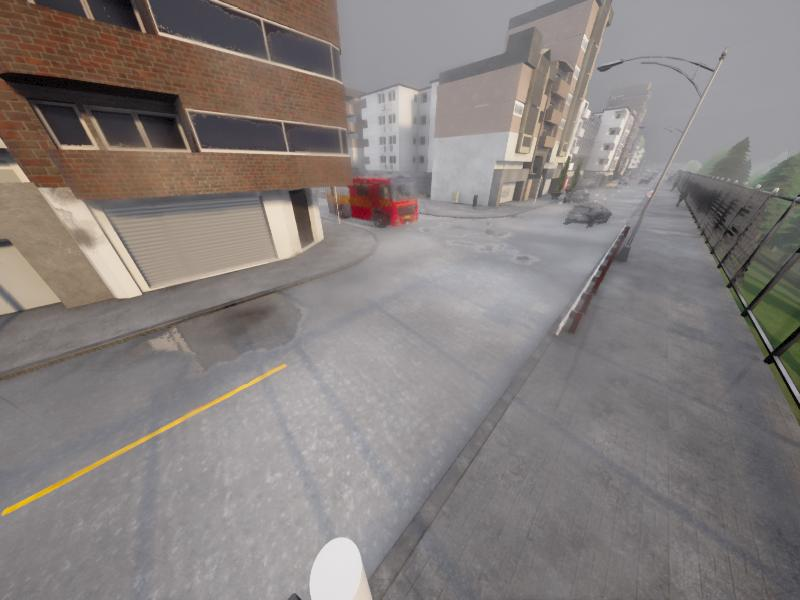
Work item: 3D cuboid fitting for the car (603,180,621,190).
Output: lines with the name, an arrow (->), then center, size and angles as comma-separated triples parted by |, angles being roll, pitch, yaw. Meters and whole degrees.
car -> 44.588, -24.175, 48.544 | 5.366, 1.575, 1.801 | -27, 39, -38

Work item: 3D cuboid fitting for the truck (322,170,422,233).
truck -> -2.548, -8.478, 19.073 | 8.468, 3.827, 2.891 | 25, 38, 36

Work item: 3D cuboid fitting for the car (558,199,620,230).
car -> 15.393, -7.044, 18.786 | 4.856, 1.649, 2.033 | -19, 36, -30

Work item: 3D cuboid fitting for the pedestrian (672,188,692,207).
pedestrian -> 32.053, -11.661, 26.296 | 0.751, 1.860, 0.751 | -26, 39, -37

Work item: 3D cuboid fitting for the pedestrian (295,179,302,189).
pedestrian -> -20.800, -23.753, 47.238 | 0.751, 1.860, 0.751 | 26, 39, 37

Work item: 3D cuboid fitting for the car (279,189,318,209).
car -> -12.226, -12.245, 27.801 | 2.152, 1.651, 5.027 | -27, 39, -38

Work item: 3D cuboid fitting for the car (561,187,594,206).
car -> 22.786, -13.386, 29.605 | 4.553, 1.767, 2.097 | -27, 39, -38
